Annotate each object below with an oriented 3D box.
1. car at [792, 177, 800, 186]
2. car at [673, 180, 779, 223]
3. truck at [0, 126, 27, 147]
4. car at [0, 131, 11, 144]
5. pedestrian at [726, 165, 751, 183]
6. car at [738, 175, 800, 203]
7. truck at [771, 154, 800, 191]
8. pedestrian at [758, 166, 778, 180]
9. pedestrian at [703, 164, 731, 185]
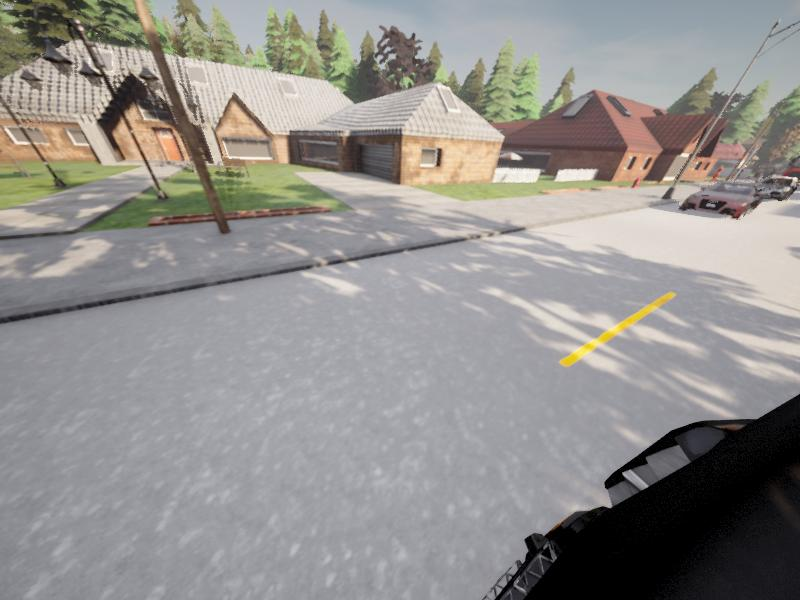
[{"bbox_3d":[54.839,-15.936,30.590,4.902,1.511,2.128,-16,38,-26],"label":"car"},{"bbox_3d":[15.936,-4.952,11.319,4.181,1.385,1.994,-16,38,-26],"label":"car"},{"bbox_3d":[-50.284,-19.993,28.181,2.390,2.098,6.274,-16,38,-25],"label":"truck"},{"bbox_3d":[-57.157,-22.244,31.527,1.801,1.575,5.366,-15,37,-26],"label":"car"},{"bbox_3d":[40.671,-15.151,27.795,0.751,1.860,0.751,26,40,30],"label":"pedestrian"},{"bbox_3d":[27.533,-8.255,17.047,3.806,1.475,1.970,-16,38,-26],"label":"car"},{"bbox_3d":[45.635,-14.301,25.359,8.468,3.827,2.891,-16,38,-26],"label":"truck"},{"bbox_3d":[59.175,-20.459,37.147,0.751,1.860,0.751,-14,37,-23],"label":"pedestrian"},{"bbox_3d":[33.001,-13.043,24.056,0.751,1.860,0.751,-12,36,-21],"label":"pedestrian"}]
